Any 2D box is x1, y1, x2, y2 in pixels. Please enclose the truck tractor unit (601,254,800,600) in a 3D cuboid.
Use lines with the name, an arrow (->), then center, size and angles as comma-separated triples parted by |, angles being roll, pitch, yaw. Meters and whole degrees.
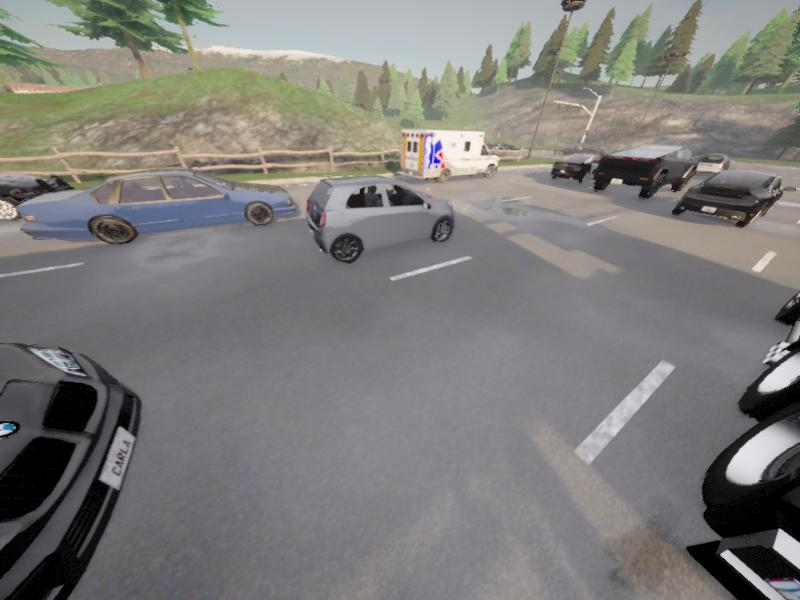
truck tractor unit -> 5.144, -0.252, 0.809 | 6.516, 4.208, 3.053 | -17, 42, -26

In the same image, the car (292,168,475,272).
car -> -0.332, -2.154, 5.574 | 3.633, 1.501, 1.845 | -18, 40, -25

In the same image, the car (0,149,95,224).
car -> -12.734, -2.909, 6.053 | 5.238, 1.638, 1.930 | -18, 40, -25

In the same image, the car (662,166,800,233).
car -> 12.176, -3.841, 8.414 | 4.892, 1.490, 1.837 | -18, 40, -25

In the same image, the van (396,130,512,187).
van -> 3.117, -8.400, 13.568 | 6.366, 2.431, 2.351 | -18, 40, -25

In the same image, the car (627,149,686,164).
car -> 31.700, -17.946, 28.805 | 1.895, 1.301, 4.718 | -5, 36, -9

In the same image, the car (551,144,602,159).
car -> 25.423, -21.603, 33.532 | 2.033, 1.411, 5.357 | -25, 43, -32

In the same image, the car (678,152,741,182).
car -> 23.186, -10.042, 17.301 | 3.988, 1.617, 1.851 | -21, 42, -28

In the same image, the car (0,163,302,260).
car -> -5.811, -2.690, 6.224 | 5.357, 1.411, 2.033 | -18, 40, -25

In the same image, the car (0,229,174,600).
car -> -4.022, 1.376, 0.442 | 4.611, 1.667, 2.242 | -18, 40, -25

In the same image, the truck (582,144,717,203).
truck -> 12.680, -6.629, 11.767 | 6.274, 2.098, 2.390 | -18, 40, -25

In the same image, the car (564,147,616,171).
car -> 17.167, -12.796, 20.874 | 3.988, 1.617, 1.851 | -20, 41, -27

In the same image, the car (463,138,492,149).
car -> 16.009, -32.402, 47.874 | 5.238, 1.638, 1.930 | 24, 41, 27

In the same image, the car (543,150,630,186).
car -> 12.018, -8.611, 14.869 | 5.238, 1.638, 1.930 | -18, 40, -25
